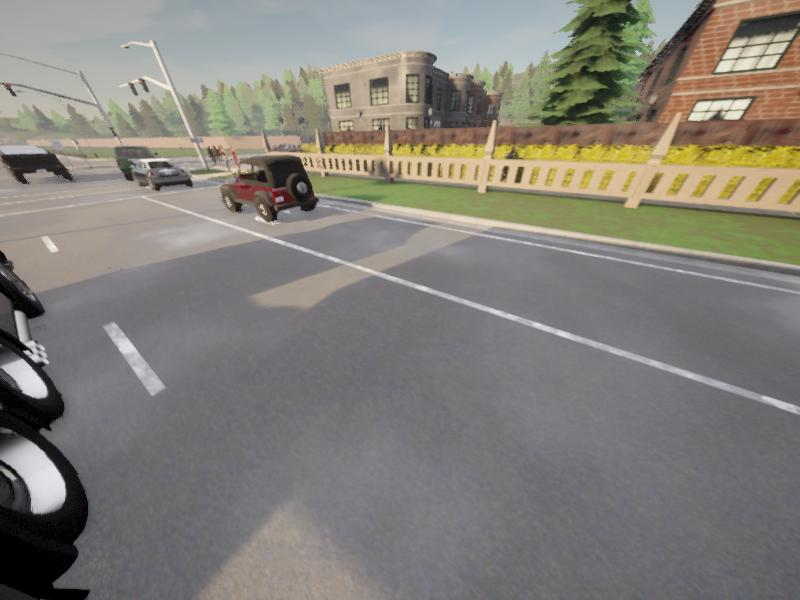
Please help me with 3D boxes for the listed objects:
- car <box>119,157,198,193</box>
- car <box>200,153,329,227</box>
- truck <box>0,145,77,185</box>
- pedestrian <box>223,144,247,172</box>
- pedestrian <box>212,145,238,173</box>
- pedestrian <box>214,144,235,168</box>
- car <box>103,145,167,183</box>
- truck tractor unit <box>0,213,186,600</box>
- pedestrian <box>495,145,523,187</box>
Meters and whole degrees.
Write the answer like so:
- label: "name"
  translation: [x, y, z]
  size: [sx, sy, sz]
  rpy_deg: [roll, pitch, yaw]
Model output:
- label: "car"
  translation: [-14.259, -7.507, 13.654]
  size: [3.806, 1.475, 1.970]
  rpy_deg: [21, 40, 28]
- label: "car"
  translation: [-4.819, -4.131, 8.342]
  size: [3.866, 1.878, 1.905]
  rpy_deg: [20, 40, 27]
- label: "truck"
  translation: [-26.336, -9.788, 16.511]
  size: [6.274, 2.098, 2.390]
  rpy_deg: [20, 40, 27]
- label: "pedestrian"
  translation: [-13.243, -11.399, 18.593]
  size: [0.751, 1.860, 0.751]
  rpy_deg: [14, 37, 19]
- label: "pedestrian"
  translation: [-13.609, -11.007, 18.033]
  size: [0.751, 1.860, 0.751]
  rpy_deg: [12, 37, 17]
- label: "pedestrian"
  translation: [-16.355, -13.499, 21.590]
  size: [0.751, 1.860, 0.751]
  rpy_deg: [22, 41, 29]
- label: "car"
  translation: [-19.471, -10.365, 17.316]
  size: [2.150, 2.045, 5.566]
  rpy_deg: [-26, 42, -31]
- label: "truck tractor unit"
  translation: [-5.029, -0.372, 0.903]
  size: [6.516, 4.208, 3.053]
  rpy_deg: [22, 41, 28]
- label: "pedestrian"
  translation: [5.675, -7.019, 12.105]
  size: [0.751, 1.860, 0.751]
  rpy_deg: [20, 40, 27]
